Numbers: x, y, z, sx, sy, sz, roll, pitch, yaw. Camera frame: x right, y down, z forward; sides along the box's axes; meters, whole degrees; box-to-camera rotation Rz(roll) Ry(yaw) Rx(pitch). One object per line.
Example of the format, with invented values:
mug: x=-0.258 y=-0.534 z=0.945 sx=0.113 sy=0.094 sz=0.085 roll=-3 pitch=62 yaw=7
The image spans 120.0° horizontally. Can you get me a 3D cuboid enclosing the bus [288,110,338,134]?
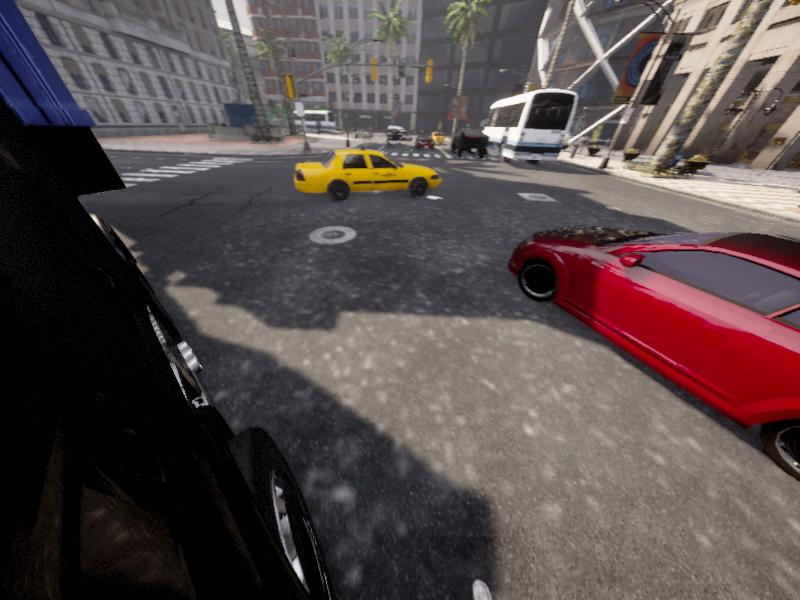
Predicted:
bus: x=-21.048 y=-43.322 z=56.212 sx=10.273 sy=4.253 sz=3.944 roll=13 pitch=38 yaw=14

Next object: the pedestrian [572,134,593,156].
pedestrian: x=18.894 y=-16.009 z=23.918 sx=0.751 sy=1.860 sz=0.751 roll=0 pitch=37 yaw=-3

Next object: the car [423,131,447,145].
car: x=5.277 y=-25.164 z=35.823 sx=1.801 sy=1.575 sz=5.366 roll=-7 pitch=38 yaw=-12

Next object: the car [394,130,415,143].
car: x=0.664 y=-26.907 z=37.967 sx=1.970 sy=1.475 sz=3.806 roll=-13 pitch=40 yaw=-19

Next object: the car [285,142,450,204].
car: x=-1.077 y=-4.747 z=8.510 sx=5.366 sy=1.575 sz=1.801 roll=-11 pitch=39 yaw=-17

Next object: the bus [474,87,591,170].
bus: x=9.723 y=-14.223 z=19.387 sx=3.944 sy=4.253 sz=10.273 roll=3 pitch=37 yaw=1

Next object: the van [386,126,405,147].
van: x=-0.700 y=-21.719 z=30.574 sx=2.069 sy=2.038 sz=4.480 roll=-2 pitch=37 yaw=-6

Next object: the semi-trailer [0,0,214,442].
semi-trailer: x=-9.856 y=-2.339 z=2.504 sx=14.254 sy=4.402 sz=2.717 roll=12 pitch=38 yaw=12

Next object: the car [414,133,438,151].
car: x=2.957 y=-18.877 z=27.476 sx=2.163 sy=1.488 sz=4.792 roll=1 pitch=37 yaw=-2

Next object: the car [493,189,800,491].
car: x=3.504 y=-0.087 z=2.767 sx=1.994 sy=1.385 sz=4.181 roll=-13 pitch=39 yaw=-19

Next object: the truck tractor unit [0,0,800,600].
truck tractor unit: x=-2.645 y=-0.295 z=0.351 sx=6.516 sy=4.208 sz=3.053 roll=28 pitch=44 yaw=30

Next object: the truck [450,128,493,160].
truck: x=6.432 y=-14.814 z=21.778 sx=2.390 sy=2.098 sz=6.274 roll=3 pitch=37 yaw=1

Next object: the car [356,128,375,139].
car: x=-6.295 y=-30.435 z=42.219 sx=1.845 sy=1.501 sz=3.633 roll=-25 pitch=45 yaw=-31
